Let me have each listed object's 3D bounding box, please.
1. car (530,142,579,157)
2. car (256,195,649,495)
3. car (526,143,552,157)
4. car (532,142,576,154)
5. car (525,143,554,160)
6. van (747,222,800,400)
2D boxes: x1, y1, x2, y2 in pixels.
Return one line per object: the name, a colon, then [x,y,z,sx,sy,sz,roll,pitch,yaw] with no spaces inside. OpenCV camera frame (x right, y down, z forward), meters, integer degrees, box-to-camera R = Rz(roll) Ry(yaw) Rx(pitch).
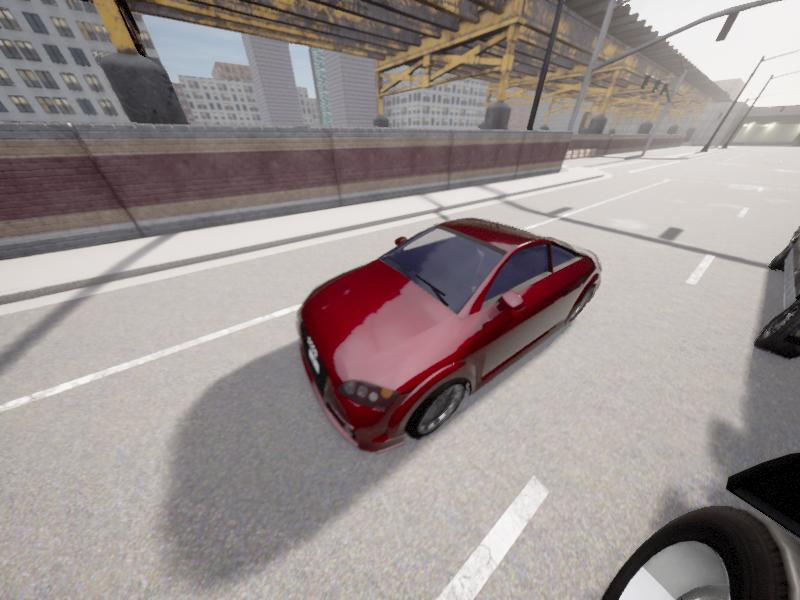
car: [20.686,-20.311,31.146,4.974,1.542,2.038,-4,35,-5]
car: [0.830,-0.214,3.013,4.181,1.385,1.994,-21,40,-27]
car: [16.778,-18.295,28.046,1.853,1.218,4.536,11,37,15]
car: [20.634,-20.436,31.050,4.536,1.218,1.853,-4,35,-5]
car: [16.763,-18.137,28.096,2.038,1.542,4.974,11,37,15]
van: [6.845,-0.694,2.611,5.915,2.561,1.988,-22,41,-29]
